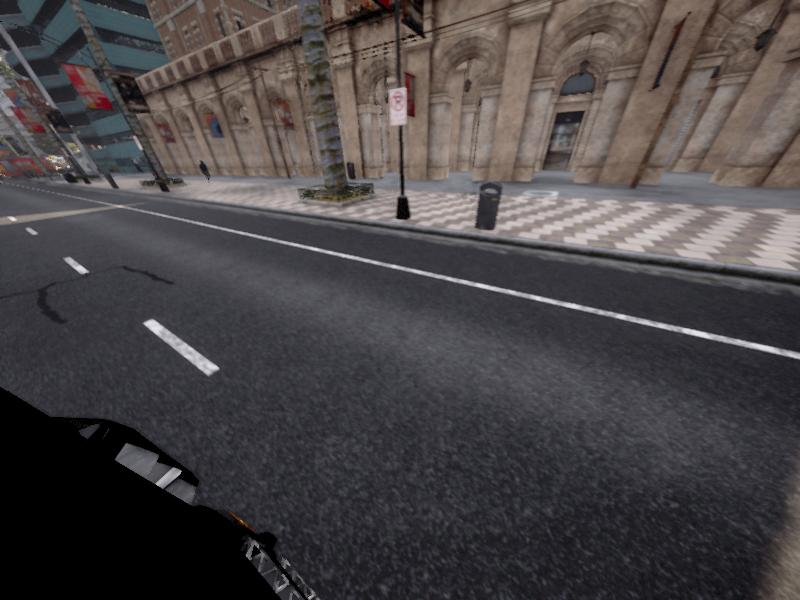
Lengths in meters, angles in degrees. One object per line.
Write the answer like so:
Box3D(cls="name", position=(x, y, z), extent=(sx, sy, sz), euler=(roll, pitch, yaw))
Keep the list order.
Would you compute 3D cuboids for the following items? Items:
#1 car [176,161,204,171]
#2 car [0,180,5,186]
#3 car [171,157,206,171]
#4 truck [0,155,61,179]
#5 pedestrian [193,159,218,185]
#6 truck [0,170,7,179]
Box3D(cls="car", position=(-39.154, -25.004, 43.123), extent=(4.514, 1.523, 2.007), euler=(16, 38, 26))
Box3D(cls="car", position=(-56.134, -16.233, 31.137), extent=(4.902, 1.511, 2.128), euler=(16, 38, 26))
Box3D(cls="car", position=(-39.219, -25.345, 42.933), extent=(5.566, 2.045, 2.435), euler=(16, 38, 26))
Box3D(cls="truck", position=(-79.794, -28.669, 49.539), extent=(2.891, 3.827, 8.468), euler=(-13, 35, -16))
Box3D(cls="pedestrian", position=(-16.414, -10.815, 19.516), extent=(0.751, 1.860, 0.751), euler=(15, 37, 25))
Box3D(cls="truck", position=(-80.306, -24.320, 44.217), extent=(2.627, 2.467, 5.204), euler=(-20, 37, -24))
